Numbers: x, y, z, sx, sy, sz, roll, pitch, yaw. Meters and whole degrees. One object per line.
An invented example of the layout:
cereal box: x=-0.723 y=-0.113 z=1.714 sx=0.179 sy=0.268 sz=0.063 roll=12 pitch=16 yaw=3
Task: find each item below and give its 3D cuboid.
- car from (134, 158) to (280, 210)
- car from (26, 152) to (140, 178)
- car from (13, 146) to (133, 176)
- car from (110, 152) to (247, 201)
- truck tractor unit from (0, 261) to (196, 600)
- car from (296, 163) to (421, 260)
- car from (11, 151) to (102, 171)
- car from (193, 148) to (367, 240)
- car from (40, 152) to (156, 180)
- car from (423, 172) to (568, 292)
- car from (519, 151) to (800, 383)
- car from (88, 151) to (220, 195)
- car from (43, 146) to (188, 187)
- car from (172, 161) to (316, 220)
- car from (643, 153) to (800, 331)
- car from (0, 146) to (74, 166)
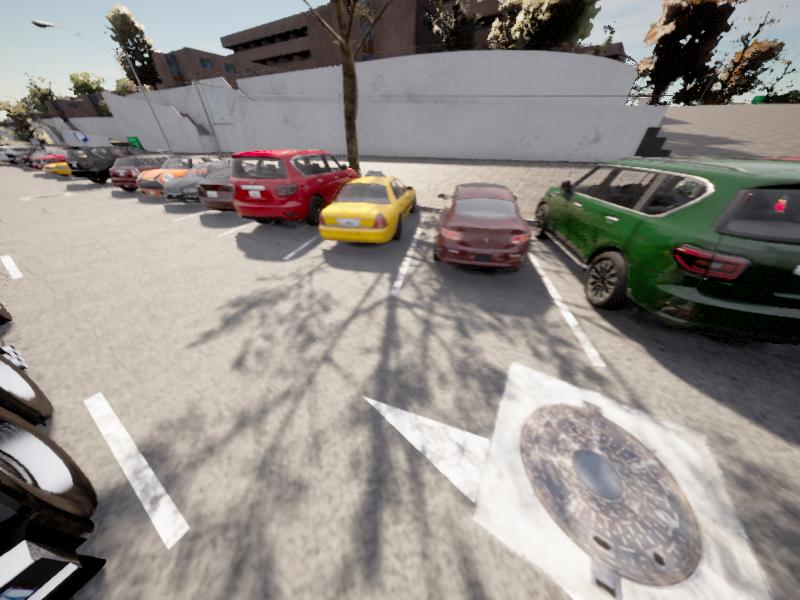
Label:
car: x=-8.401 y=-5.661 z=10.883 sx=2.231 sy=1.521 sz=4.892 roll=6 pitch=35 yaw=9
car: x=-26.450 y=-11.595 z=19.686 sx=1.946 sy=1.575 sz=5.366 roll=6 pitch=35 yaw=9
car: x=-28.991 y=-12.741 z=20.962 sx=2.435 sy=2.045 sz=5.566 roll=6 pitch=35 yaw=9
car: x=-10.970 y=-6.648 z=12.109 sx=2.185 sy=1.767 sz=4.553 roll=6 pitch=35 yaw=9
truck tractor unit: x=-5.104 y=-0.308 z=0.792 sx=6.516 sy=4.208 sz=3.053 roll=19 pitch=39 yaw=24
car: x=-0.653 y=-3.150 z=7.198 sx=1.946 sy=1.575 sz=5.366 roll=6 pitch=35 yaw=9
car: x=-36.716 y=-15.102 z=24.985 sx=2.097 sy=1.535 sz=5.008 roll=6 pitch=34 yaw=9
car: x=-3.257 y=-4.142 z=8.208 sx=2.435 sy=2.045 sz=5.566 roll=6 pitch=35 yaw=9
car: x=-23.814 y=-10.943 z=18.706 sx=1.946 sy=1.575 sz=5.366 roll=6 pitch=34 yaw=9
car: x=1.881 y=-2.134 z=5.787 sx=2.002 sy=1.452 sz=4.674 roll=6 pitch=35 yaw=9
car: x=4.461 y=-1.514 z=4.364 sx=2.435 sy=2.045 sz=5.566 roll=6 pitch=35 yaw=9
car: x=-13.562 y=-7.481 z=13.335 sx=2.185 sy=1.767 sz=4.553 roll=6 pitch=35 yaw=9
car: x=-18.702 y=-9.345 z=15.874 sx=2.435 sy=2.045 sz=5.566 roll=6 pitch=35 yaw=9
car: x=-5.832 y=-4.782 z=9.643 sx=2.163 sy=1.488 sz=4.792 roll=6 pitch=35 yaw=9
car: x=7.029 y=-0.598 z=3.026 sx=2.435 sy=2.045 sz=5.566 roll=7 pitch=35 yaw=9
car: x=-49.583 y=-19.628 z=31.288 sx=2.435 sy=2.045 sz=5.566 roll=6 pitch=35 yaw=9
